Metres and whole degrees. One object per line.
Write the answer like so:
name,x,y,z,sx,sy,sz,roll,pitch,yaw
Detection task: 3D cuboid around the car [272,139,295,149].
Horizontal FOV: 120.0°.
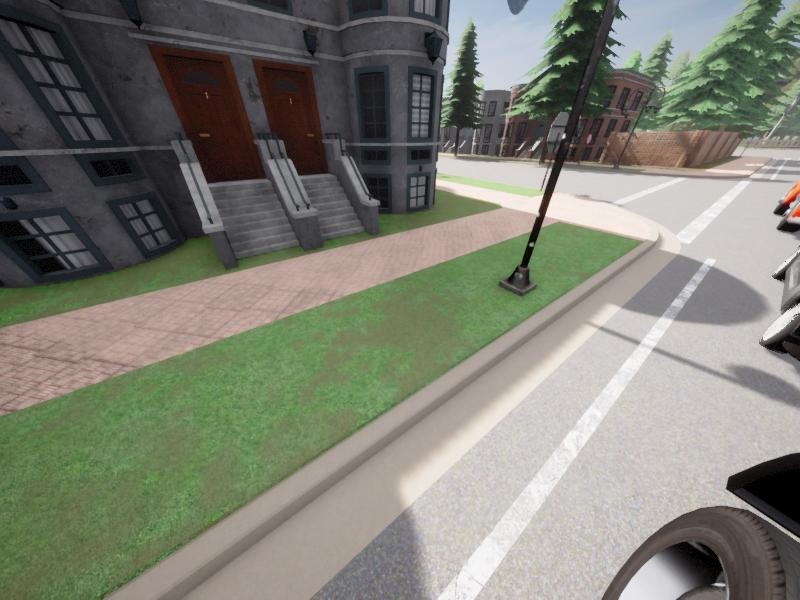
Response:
car,-27.794,-37.233,55.089,5.566,2.045,2.150,25,42,31

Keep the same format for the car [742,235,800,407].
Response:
car,6.554,-0.173,2.708,5.238,1.638,1.930,-22,41,-28

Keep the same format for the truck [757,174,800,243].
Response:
truck,12.783,-3.056,6.020,5.204,2.467,2.627,-22,41,-28
